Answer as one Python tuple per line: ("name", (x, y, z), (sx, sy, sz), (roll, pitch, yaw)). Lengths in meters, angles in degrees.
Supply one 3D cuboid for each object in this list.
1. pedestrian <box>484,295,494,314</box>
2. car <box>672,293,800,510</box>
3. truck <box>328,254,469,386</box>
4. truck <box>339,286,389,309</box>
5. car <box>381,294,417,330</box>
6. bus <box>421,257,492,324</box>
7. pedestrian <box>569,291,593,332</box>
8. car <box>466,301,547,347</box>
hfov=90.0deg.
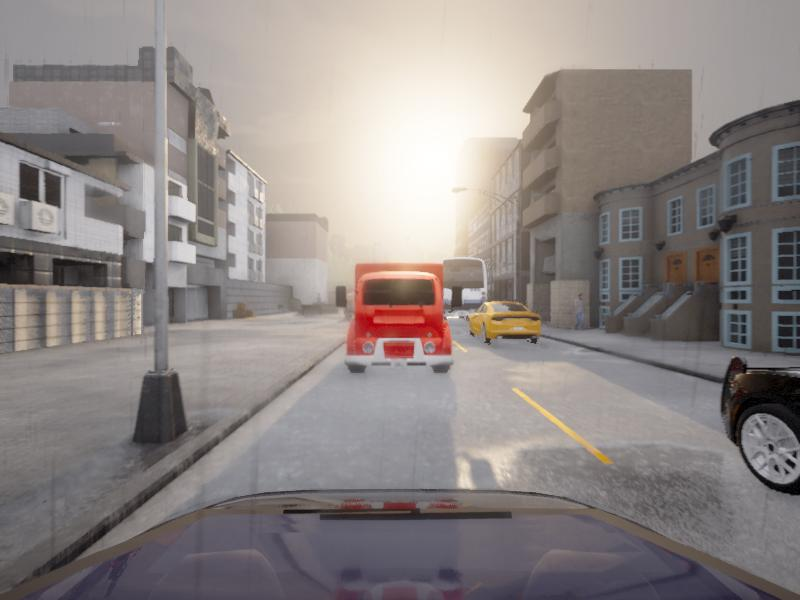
("pedestrian", (8.761, 0.483, 39.411), (0.751, 1.860, 0.751), (0, 0, -4))
("car", (3.989, 0.768, 1.820), (1.930, 1.638, 5.238), (0, 0, 0))
("truck", (-0.025, 0.330, 10.077), (2.627, 2.467, 5.204), (0, 1, 0))
("truck", (-6.162, -0.409, 69.101), (8.468, 3.827, 2.891), (0, 0, 0))
("car", (-0.053, 0.615, 22.872), (1.905, 1.878, 3.866), (0, 0, 0))
("bus", (3.812, -0.576, 30.203), (3.944, 4.253, 10.273), (0, 0, 0))
("pedestrian", (8.425, 0.508, 18.634), (0.751, 1.860, 0.751), (0, 0, -3))
("car", (3.962, 0.802, 15.882), (1.882, 1.535, 5.008), (0, 0, 0))
